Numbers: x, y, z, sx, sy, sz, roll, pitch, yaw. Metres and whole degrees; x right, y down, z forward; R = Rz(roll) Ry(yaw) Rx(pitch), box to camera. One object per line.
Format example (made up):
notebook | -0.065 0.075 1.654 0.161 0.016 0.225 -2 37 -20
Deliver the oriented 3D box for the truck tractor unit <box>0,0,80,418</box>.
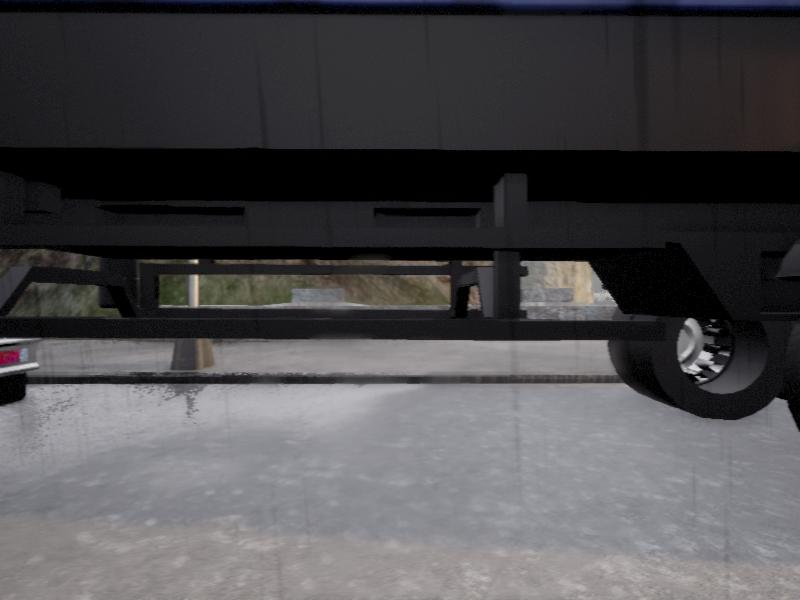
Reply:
truck tractor unit | -6.640 -1.112 2.698 6.516 4.208 3.053 0 0 0

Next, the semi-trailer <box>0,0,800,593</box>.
semi-trailer | 1.275 -1.217 2.713 14.254 4.402 2.717 0 0 0
